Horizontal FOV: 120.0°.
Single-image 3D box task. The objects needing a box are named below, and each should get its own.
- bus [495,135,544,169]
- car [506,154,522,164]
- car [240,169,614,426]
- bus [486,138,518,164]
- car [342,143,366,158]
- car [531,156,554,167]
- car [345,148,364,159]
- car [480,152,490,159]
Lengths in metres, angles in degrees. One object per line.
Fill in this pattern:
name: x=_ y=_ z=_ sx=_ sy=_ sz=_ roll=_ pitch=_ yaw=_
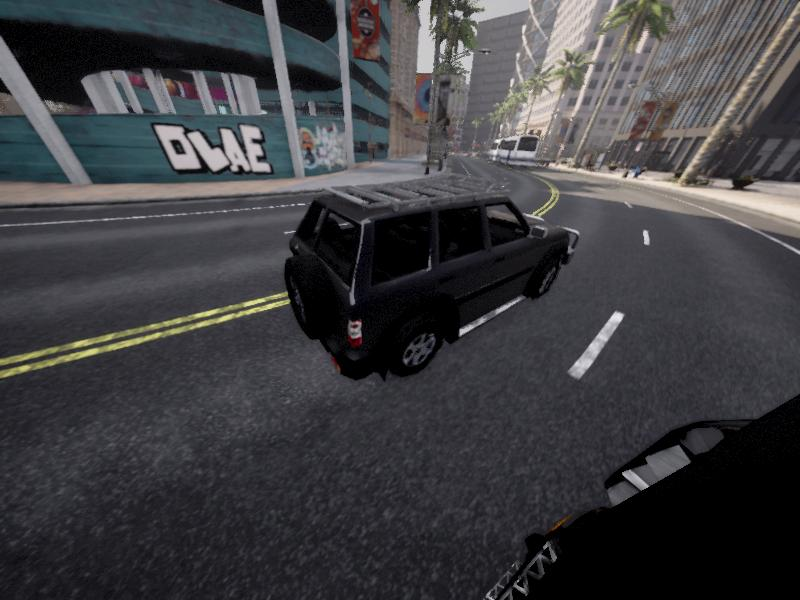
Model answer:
bus: x=19.689 y=-25.129 z=39.196 sx=3.944 sy=4.253 sz=10.273 roll=6 pitch=34 yaw=6
car: x=26.084 y=-32.427 z=53.057 sx=2.038 sy=1.542 sz=4.974 roll=8 pitch=34 yaw=7
car: x=0.749 y=-0.755 z=3.425 sx=4.605 sy=1.855 sz=1.932 roll=-21 pitch=41 yaw=-31
bus: x=22.282 y=-33.147 z=51.419 sx=3.944 sy=4.253 sz=10.273 roll=8 pitch=34 yaw=7
car: x=-8.291 y=-27.547 z=42.567 sx=2.435 sy=2.045 sz=5.566 roll=8 pitch=34 yaw=7
car: x=27.350 y=-26.692 z=44.514 sx=2.231 sy=1.521 sz=4.892 roll=8 pitch=34 yaw=7
car: x=-8.295 y=-27.253 z=42.831 sx=2.007 sy=1.523 sz=4.514 roll=8 pitch=34 yaw=7
car: x=27.075 y=-46.160 z=73.925 sx=2.152 sy=1.651 sz=5.027 roll=8 pitch=34 yaw=8
